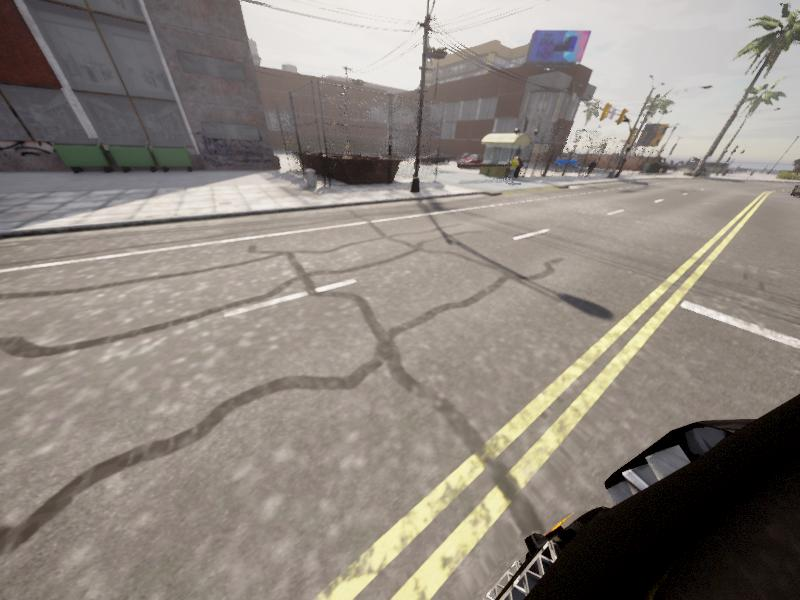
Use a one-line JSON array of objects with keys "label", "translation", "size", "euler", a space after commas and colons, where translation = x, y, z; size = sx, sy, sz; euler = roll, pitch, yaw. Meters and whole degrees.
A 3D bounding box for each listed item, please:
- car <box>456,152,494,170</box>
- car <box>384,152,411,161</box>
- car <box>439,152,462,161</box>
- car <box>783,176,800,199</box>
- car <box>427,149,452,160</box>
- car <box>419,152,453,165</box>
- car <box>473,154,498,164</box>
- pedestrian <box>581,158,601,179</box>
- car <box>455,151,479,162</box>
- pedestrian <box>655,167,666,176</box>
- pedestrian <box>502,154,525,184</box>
[{"label": "car", "translation": [9.910, -18.400, 30.593], "size": [4.553, 1.767, 2.185], "euler": [-19, 39, -29]}, {"label": "car", "translation": [-0.480, -26.684, 42.887], "size": [4.718, 1.301, 1.895], "euler": [-19, 39, -29]}, {"label": "car", "translation": [11.644, -33.166, 53.405], "size": [4.786, 1.482, 2.161], "euler": [-19, 39, -29]}, {"label": "car", "translation": [33.610, -8.830, 18.381], "size": [1.970, 1.475, 3.806], "euler": [27, 41, 32]}, {"label": "car", "translation": [9.523, -34.997, 55.519], "size": [5.566, 2.045, 2.435], "euler": [-19, 39, -29]}, {"label": "car", "translation": [5.583, -21.898, 35.771], "size": [5.008, 1.535, 2.097], "euler": [-19, 39, -29]}, {"label": "car", "translation": [17.259, -28.461, 46.588], "size": [4.674, 1.452, 2.002], "euler": [-19, 39, -29]}, {"label": "pedestrian", "translation": [19.932, -13.738, 24.103], "size": [0.751, 1.860, 0.751], "euler": [-20, 40, -31]}, {"label": "car", "translation": [14.495, -30.958, 49.846], "size": [4.553, 1.767, 2.185], "euler": [-19, 39, -29]}, {"label": "pedestrian", "translation": [38.349, -18.940, 33.979], "size": [0.500, 1.100, 0.500], "euler": [-15, 38, -25]}, {"label": "pedestrian", "translation": [8.597, -9.952, 17.567], "size": [0.751, 1.860, 0.751], "euler": [-19, 39, -29]}]
